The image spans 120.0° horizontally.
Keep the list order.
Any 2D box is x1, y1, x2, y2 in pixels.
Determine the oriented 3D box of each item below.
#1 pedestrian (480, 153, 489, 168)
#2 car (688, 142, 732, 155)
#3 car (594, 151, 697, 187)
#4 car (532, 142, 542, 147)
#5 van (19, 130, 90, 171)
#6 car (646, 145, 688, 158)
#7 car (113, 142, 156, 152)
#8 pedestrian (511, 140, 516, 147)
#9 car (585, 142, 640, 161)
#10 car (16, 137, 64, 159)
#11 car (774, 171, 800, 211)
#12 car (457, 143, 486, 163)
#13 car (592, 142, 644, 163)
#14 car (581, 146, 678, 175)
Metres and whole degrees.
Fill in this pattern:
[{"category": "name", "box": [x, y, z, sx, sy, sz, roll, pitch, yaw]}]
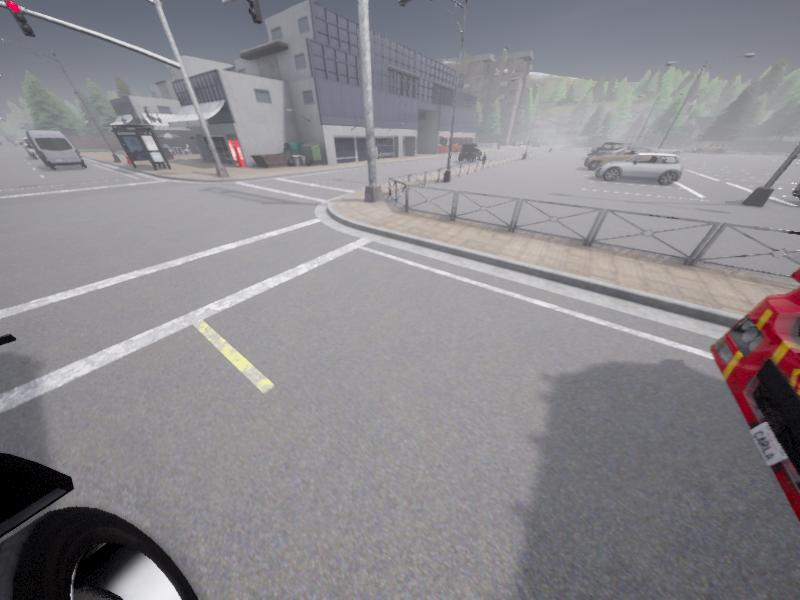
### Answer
[{"category": "pedestrian", "box": [7.754, -12.790, 21.171, 0.500, 1.100, 0.500, 21, 40, 26]}, {"category": "car", "box": [60.915, -29.878, 45.497, 4.605, 1.855, 1.932, 22, 40, 27]}, {"category": "car", "box": [14.281, -7.931, 13.849, 3.806, 1.475, 1.970, 22, 41, 28]}, {"category": "car", "box": [44.003, -49.989, 74.225, 1.816, 1.474, 4.193, 22, 41, 28]}, {"category": "van", "box": [-29.127, -12.677, 19.478, 5.915, 2.561, 1.988, 22, 41, 28]}, {"category": "car", "box": [41.548, -23.225, 36.032, 3.806, 1.475, 1.970, 22, 41, 28]}, {"category": "car", "box": [-50.318, -29.193, 43.909, 1.837, 1.490, 4.892, 23, 41, 29]}, {"category": "pedestrian", "box": [34.031, -46.968, 69.228, 0.751, 1.860, 0.751, -28, 44, -34]}, {"category": "car", "box": [26.395, -18.664, 28.942, 4.605, 1.855, 1.932, 22, 41, 28]}, {"category": "car", "box": [-43.463, -18.362, 27.860, 5.566, 2.045, 2.150, 22, 41, 28]}, {"category": "car", "box": [17.943, -3.804, 8.133, 4.514, 1.523, 2.007, 22, 41, 28]}, {"category": "car", "box": [8.672, -17.822, 27.941, 1.905, 1.878, 3.866, 22, 41, 28]}, {"category": "car", "box": [25.062, -17.179, 26.790, 3.866, 1.878, 1.905, 22, 41, 28]}, {"category": "car", "box": [17.706, -11.114, 18.257, 5.027, 1.636, 2.152, 22, 41, 28]}]
